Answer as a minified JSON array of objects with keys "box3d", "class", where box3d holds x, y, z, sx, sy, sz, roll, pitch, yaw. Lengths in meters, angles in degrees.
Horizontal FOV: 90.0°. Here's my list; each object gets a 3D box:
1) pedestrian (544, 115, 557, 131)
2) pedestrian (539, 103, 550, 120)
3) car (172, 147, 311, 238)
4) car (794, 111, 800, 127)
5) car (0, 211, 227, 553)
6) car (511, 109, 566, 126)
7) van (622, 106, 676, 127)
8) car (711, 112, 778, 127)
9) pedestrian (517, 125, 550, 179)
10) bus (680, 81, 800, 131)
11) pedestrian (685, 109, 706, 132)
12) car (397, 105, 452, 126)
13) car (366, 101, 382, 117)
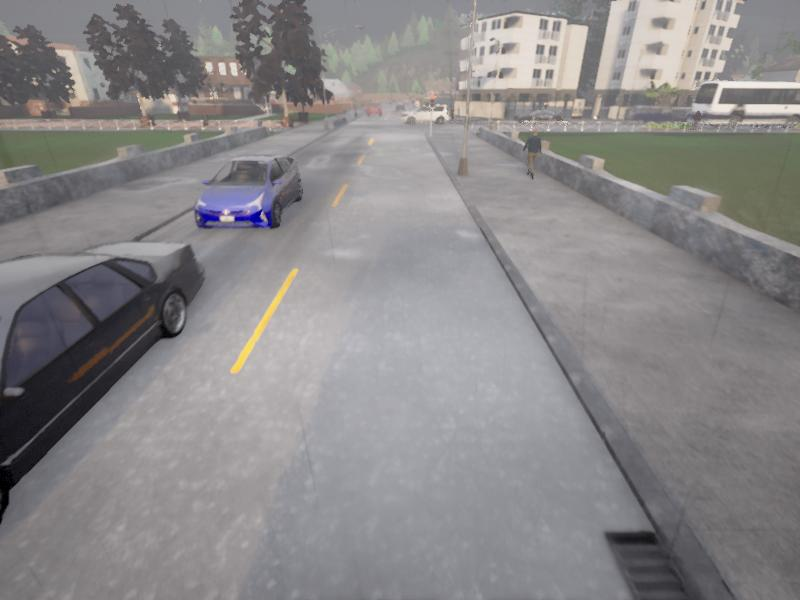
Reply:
[{"box3d":[13.572,-15.994,36.157,0.751,1.300,0.751,1,27,1],"class":"pedestrian"},{"box3d":[17.883,-23.268,49.482,0.751,1.860,0.751,-2,27,-4],"class":"pedestrian"},{"box3d":[-3.986,-3.162,11.085,2.007,1.525,4.514,0,27,0],"class":"car"},{"box3d":[46.852,-20.092,44.403,3.988,1.617,1.851,0,27,0],"class":"car"},{"box3d":[-3.981,0.472,4.157,2.033,1.411,5.357,0,27,0],"class":"car"},{"box3d":[15.246,-20.254,44.366,5.238,1.638,1.930,0,27,0],"class":"car"},{"box3d":[27.450,-20.362,44.291,4.442,1.987,1.775,0,27,0],"class":"van"},{"box3d":[38.140,-20.062,44.431,5.357,1.411,2.033,0,27,0],"class":"car"},{"box3d":[5.134,-5.708,15.461,0.751,1.860,0.751,0,27,0],"class":"pedestrian"},{"box3d":[35.293,-19.571,40.324,10.273,4.253,3.944,0,27,0],"class":"bus"},{"box3d":[26.611,-16.194,36.028,0.751,1.860,0.751,0,27,-1],"class":"pedestrian"},{"box3d":[2.665,-20.173,43.671,5.566,2.045,2.150,-6,27,-12],"class":"car"},{"box3d":[-3.941,-29.790,62.351,2.150,2.045,5.566,0,27,0],"class":"car"}]
